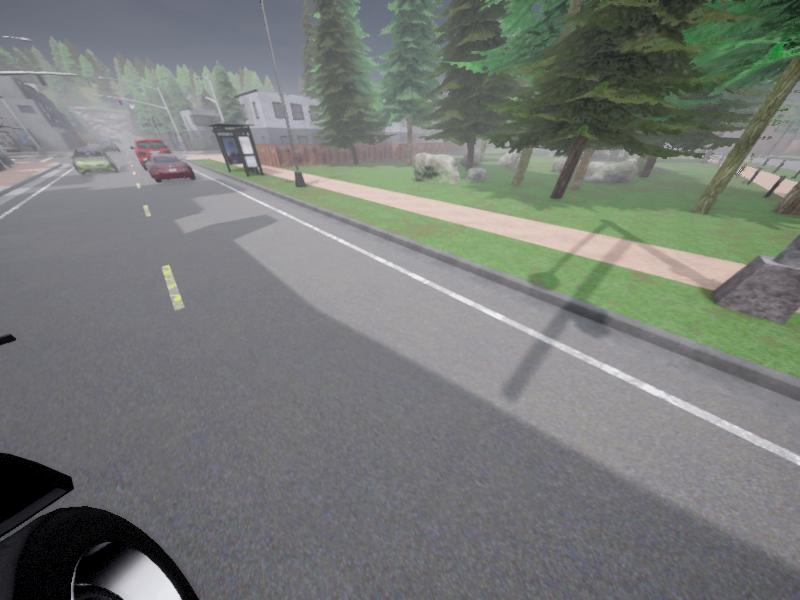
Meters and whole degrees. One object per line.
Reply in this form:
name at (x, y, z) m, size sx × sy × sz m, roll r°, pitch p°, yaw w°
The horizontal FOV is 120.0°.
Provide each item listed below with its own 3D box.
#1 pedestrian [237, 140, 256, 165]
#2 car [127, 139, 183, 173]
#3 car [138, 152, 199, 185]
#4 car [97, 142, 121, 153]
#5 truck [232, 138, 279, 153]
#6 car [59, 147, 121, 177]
pedestrian at (-14.016, -13.490, 21.081) m, size 0.751 × 1.860 × 0.751 m, roll -29°, pitch 44°, yaw -35°
car at (-20.216, -11.992, 19.014) m, size 2.150 × 2.045 × 5.566 m, roll -29°, pitch 45°, yaw -35°
car at (-14.616, -8.407, 14.560) m, size 1.994 × 1.385 × 4.181 m, roll -29°, pitch 45°, yaw -35°
car at (-47.909, -25.196, 38.105) m, size 1.994 × 1.385 × 4.181 m, roll -29°, pitch 45°, yaw -35°
truck at (-24.930, -26.967, 40.240) m, size 2.390 × 2.098 × 6.274 m, roll 24°, pitch 41°, yaw 29°
car at (-22.317, -10.180, 16.857) m, size 2.007 × 1.525 × 4.514 m, roll -29°, pitch 45°, yaw -35°
